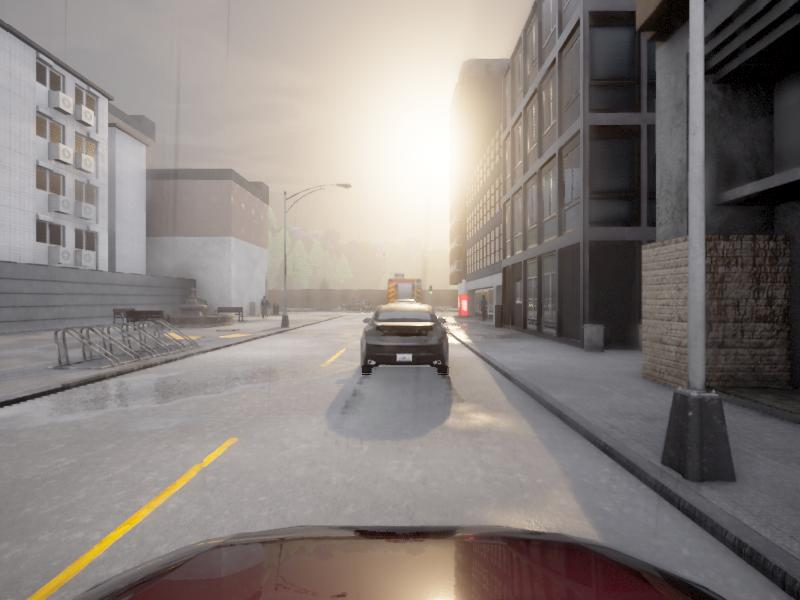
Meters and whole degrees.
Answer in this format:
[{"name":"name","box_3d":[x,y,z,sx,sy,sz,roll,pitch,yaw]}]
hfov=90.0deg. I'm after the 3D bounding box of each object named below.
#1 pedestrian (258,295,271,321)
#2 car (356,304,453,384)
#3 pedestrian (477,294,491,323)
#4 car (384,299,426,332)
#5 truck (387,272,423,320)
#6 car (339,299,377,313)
[{"name":"pedestrian","box_3d":[-9.765,0.549,28.857,0.751,1.860,0.751,0,0,-4]},{"name":"car","box_3d":[0.117,0.844,9.974,1.837,1.490,4.892,0,0,1]},{"name":"pedestrian","box_3d":[5.526,0.535,26.400,0.751,1.860,0.751,0,0,2]},{"name":"car","box_3d":[0.276,0.783,22.932,2.152,1.651,5.027,0,0,1]},{"name":"truck","box_3d":[0.452,-0.318,36.659,2.891,3.827,8.468,0,0,1]},{"name":"car","box_3d":[-5.465,0.781,51.873,4.856,1.649,2.033,0,-1,37]}]
